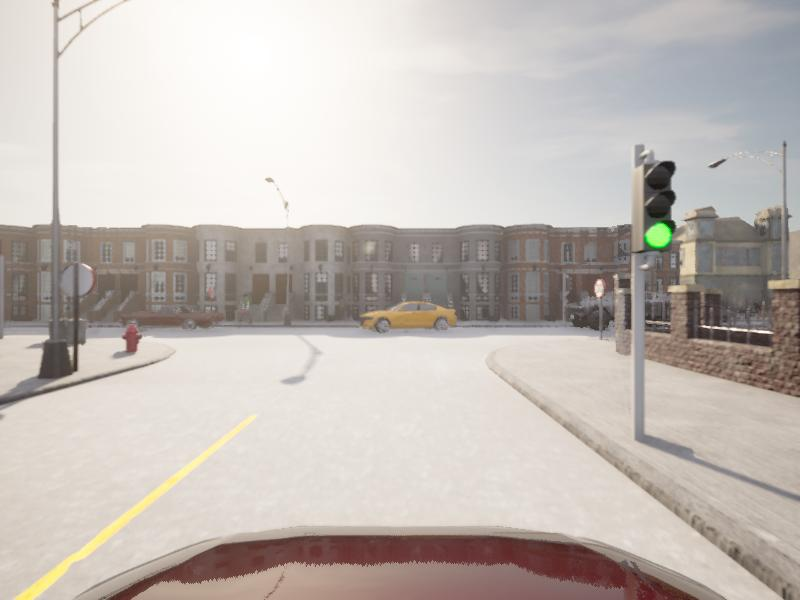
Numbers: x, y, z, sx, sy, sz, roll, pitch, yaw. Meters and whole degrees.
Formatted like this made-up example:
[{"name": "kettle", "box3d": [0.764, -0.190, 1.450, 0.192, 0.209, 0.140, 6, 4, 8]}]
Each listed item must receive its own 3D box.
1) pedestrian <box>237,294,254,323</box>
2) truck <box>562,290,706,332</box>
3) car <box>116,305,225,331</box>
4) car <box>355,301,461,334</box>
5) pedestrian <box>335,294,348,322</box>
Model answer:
[{"name": "pedestrian", "box3d": [-9.822, 0.526, 25.406, 0.751, 1.860, 0.751, 0, 0, 10]}, {"name": "truck", "box3d": [12.230, 0.536, 21.258, 6.274, 2.098, 2.390, 0, 0, 0]}, {"name": "car", "box3d": [-12.076, 0.938, 21.250, 4.718, 1.301, 1.895, 0, 0, 0]}, {"name": "car", "box3d": [0.402, 0.817, 20.158, 5.008, 1.535, 1.882, 0, -1, -20]}, {"name": "pedestrian", "box3d": [-3.910, 0.525, 26.771, 0.751, 1.860, 0.751, 0, 0, -3]}]
